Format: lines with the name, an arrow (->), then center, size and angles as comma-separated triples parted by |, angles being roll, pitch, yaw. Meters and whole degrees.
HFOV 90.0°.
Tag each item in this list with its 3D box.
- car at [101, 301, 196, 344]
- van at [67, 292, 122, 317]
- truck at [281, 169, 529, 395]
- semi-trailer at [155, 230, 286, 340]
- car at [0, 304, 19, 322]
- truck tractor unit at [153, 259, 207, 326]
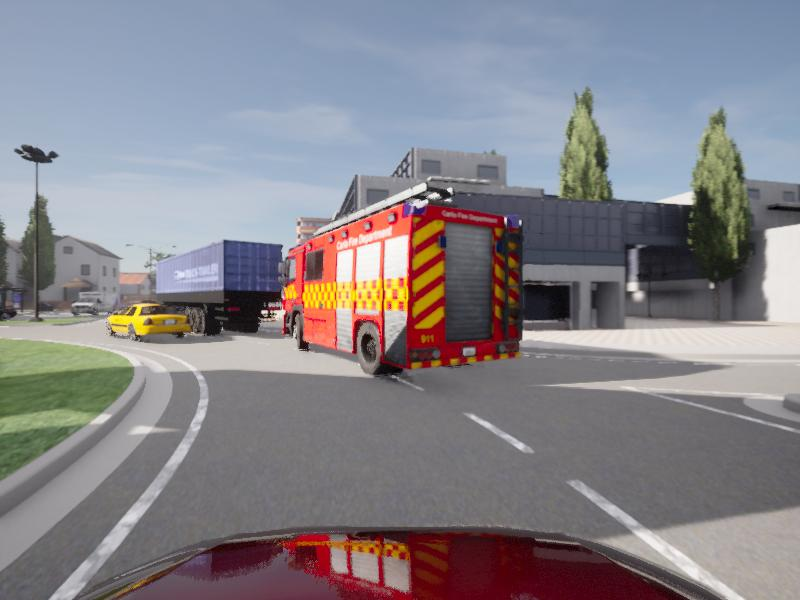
car -> -10.727, 0.829, 16.858 | 5.366, 1.575, 1.801 | 0, 0, 39
van -> -32.690, 0.453, 43.090 | 2.351, 2.431, 6.366 | 0, 0, -14
truck -> -0.756, -0.305, 11.154 | 2.891, 3.827, 8.468 | 0, 0, -31
semi-trailer -> -10.798, -0.584, 22.378 | 2.717, 4.402, 14.254 | 0, 0, -41
car -> -30.601, 0.999, 28.841 | 1.895, 1.301, 4.718 | 0, 0, -3
truck tractor unit -> -15.562, -0.476, 28.640 | 3.053, 4.208, 6.516 | 0, 0, -26
